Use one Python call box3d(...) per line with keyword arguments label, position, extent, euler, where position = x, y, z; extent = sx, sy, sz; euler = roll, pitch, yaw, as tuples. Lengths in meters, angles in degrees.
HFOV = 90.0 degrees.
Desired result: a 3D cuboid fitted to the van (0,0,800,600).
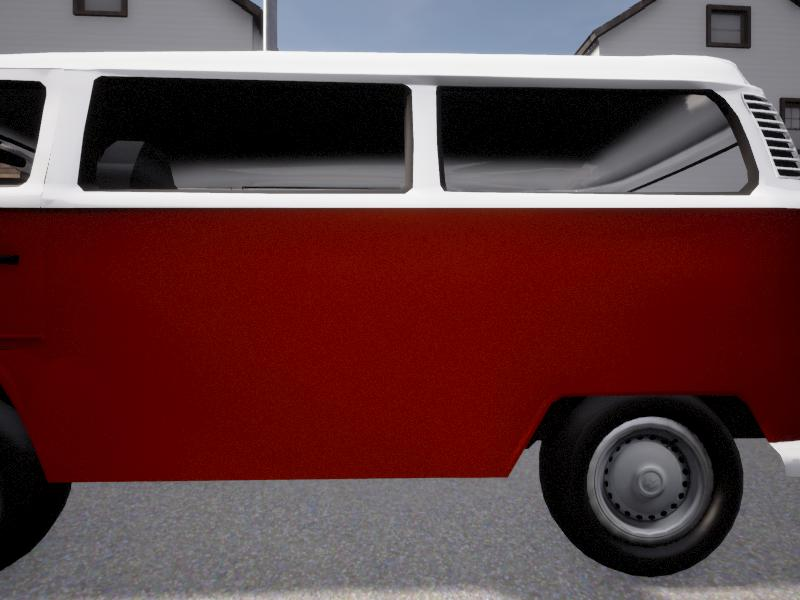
box3d(label="van", position=(-0.423, -0.028, 2.192), extent=(4.480, 2.038, 2.069), euler=(0, 0, -2))
